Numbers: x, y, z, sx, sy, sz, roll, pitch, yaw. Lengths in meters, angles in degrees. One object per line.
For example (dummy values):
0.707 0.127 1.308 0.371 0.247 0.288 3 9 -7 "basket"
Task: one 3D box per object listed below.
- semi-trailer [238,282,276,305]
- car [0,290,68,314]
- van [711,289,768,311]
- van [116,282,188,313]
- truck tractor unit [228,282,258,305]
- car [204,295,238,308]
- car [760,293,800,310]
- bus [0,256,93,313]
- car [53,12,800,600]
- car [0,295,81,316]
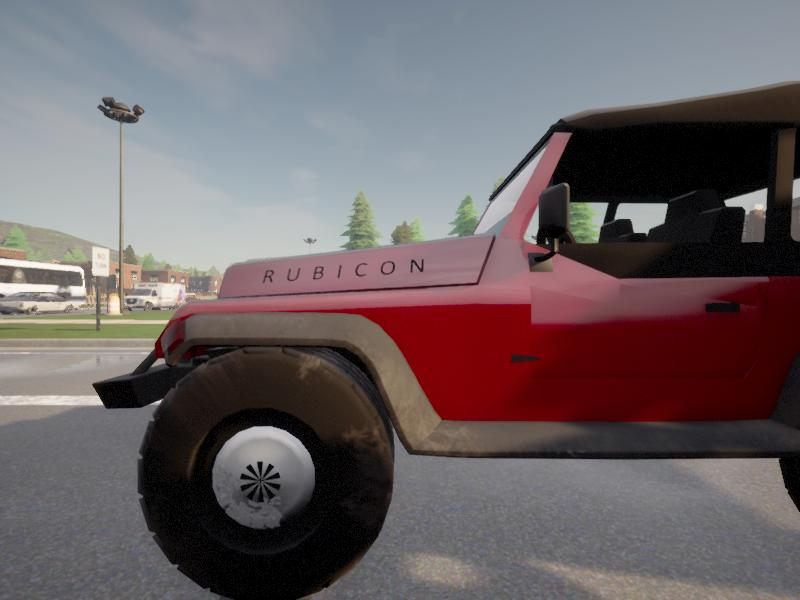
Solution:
-28.902 -1.217 81.664 2.717 4.402 14.254 0 0 0 "semi-trailer"
-28.281 0.156 30.433 2.242 1.667 4.611 0 0 -1 "car"
33.064 -0.004 39.137 1.775 1.987 4.442 0 0 -1 "van"
-21.339 -0.222 34.867 2.351 2.431 6.366 0 0 -1 "van"
-28.834 -1.122 73.755 3.053 4.208 6.516 0 0 -2 "truck tractor unit"
-24.754 0.181 55.606 2.152 1.651 5.027 0 0 4 "car"
40.048 0.157 40.939 2.242 1.667 4.611 0 0 -1 "car"
-31.702 -1.135 33.616 3.944 4.253 10.273 0 0 -1 "bus"
0.853 0.046 2.203 3.866 1.878 1.905 0 0 0 "car"
-24.748 0.344 27.534 1.895 1.301 4.718 0 0 -1 "car"
